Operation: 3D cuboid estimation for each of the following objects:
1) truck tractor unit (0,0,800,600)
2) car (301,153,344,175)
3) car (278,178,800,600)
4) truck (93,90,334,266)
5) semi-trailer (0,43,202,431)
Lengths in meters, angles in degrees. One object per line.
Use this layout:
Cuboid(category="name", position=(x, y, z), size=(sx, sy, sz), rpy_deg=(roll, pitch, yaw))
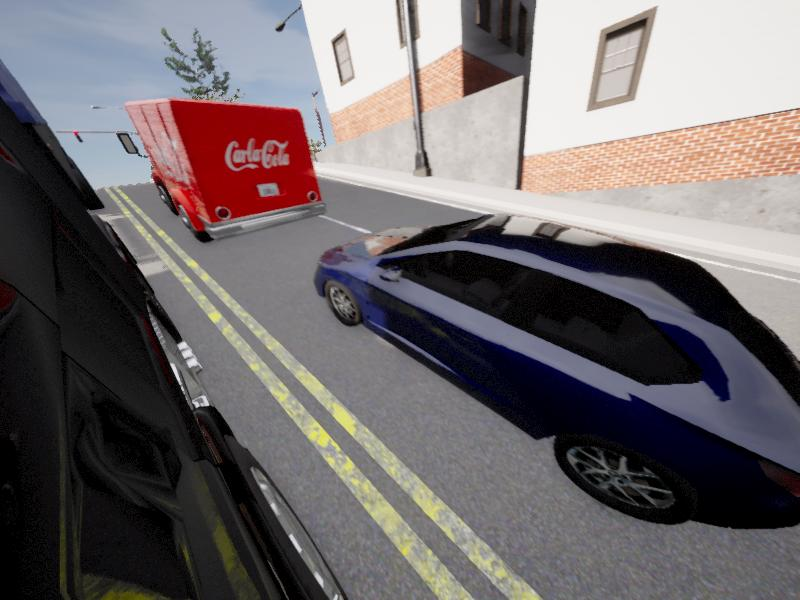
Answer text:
Cuboid(category="truck tractor unit", position=(-2.645, -0.295, 0.352), size=(6.516, 4.208, 3.053), rpy_deg=(28, 44, 30))
Cuboid(category="car", position=(-9.915, -17.600, 29.787), size=(1.932, 1.855, 4.605), rpy_deg=(15, 37, 39))
Cuboid(category="car", position=(0.835, -0.112, 2.483), size=(4.193, 1.474, 1.816), rpy_deg=(27, 44, 30))
Cuboid(category="truck", position=(-4.512, -3.261, 5.756), size=(5.204, 2.467, 2.627), rpy_deg=(27, 44, 30))
Cuboid(category="semi-trailer", position=(-8.738, -3.511, 4.283), size=(14.254, 4.402, 2.717), rpy_deg=(27, 43, 30))
